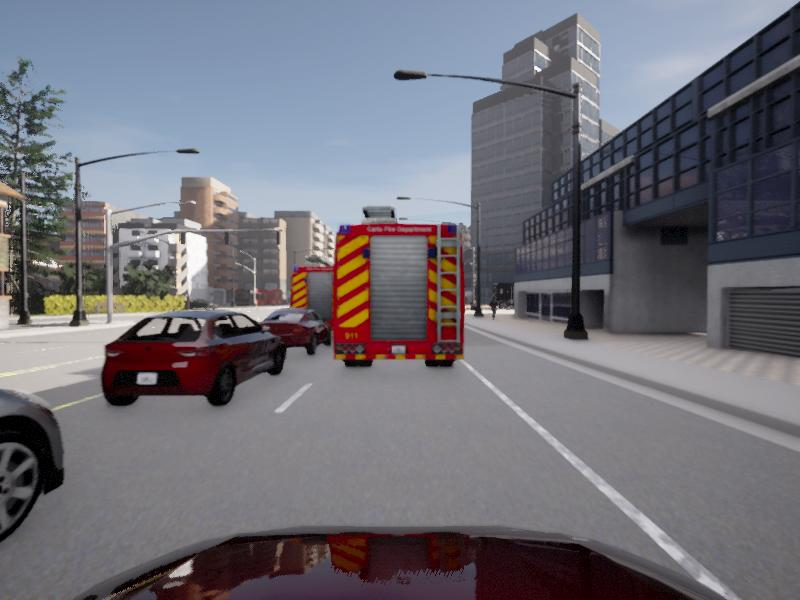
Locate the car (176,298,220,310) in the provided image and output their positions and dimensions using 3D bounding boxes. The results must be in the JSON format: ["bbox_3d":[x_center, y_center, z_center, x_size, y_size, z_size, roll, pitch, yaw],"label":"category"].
[{"bbox_3d":[-27.917,0.570,55.353,5.027,1.651,2.152,0,1,1],"label":"car"}]

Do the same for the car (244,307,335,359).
[{"bbox_3d":[-3.566,1.001,13.854,1.812,1.442,4.674,0,-1,0],"label":"car"}]

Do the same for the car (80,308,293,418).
[{"bbox_3d":[-3.519,0.915,7.631,1.816,1.474,4.193,0,-1,0],"label":"car"}]

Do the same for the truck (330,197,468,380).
[{"bbox_3d":[-0.023,-0.202,12.632,2.891,3.827,8.468,0,-1,0],"label":"truck"}]

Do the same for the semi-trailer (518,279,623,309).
[{"bbox_3d":[24.739,-0.880,58.539,14.254,4.402,2.717,0,1,0],"label":"semi-trailer"}]

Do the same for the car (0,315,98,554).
[{"bbox_3d":[-3.507,0.858,1.425,1.970,1.475,3.806,0,0,0],"label":"car"}]

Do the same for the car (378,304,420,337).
[{"bbox_3d":[-0.051,0.995,21.572,2.038,1.542,4.974,0,0,0],"label":"car"}]

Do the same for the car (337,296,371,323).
[{"bbox_3d":[-3.651,0.675,32.920,2.150,2.045,5.566,0,1,0],"label":"car"}]

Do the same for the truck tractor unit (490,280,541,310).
[{"bbox_3d":[16.825,-0.784,58.579,6.516,4.208,3.053,0,1,0],"label":"truck tractor unit"}]

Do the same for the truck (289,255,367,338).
[{"bbox_3d":[-3.653,-0.150,22.559,2.891,3.827,8.468,0,0,0],"label":"truck"}]

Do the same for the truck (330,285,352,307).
[{"bbox_3d":[-10.671,-0.705,73.136,2.891,3.827,8.468,0,0,0],"label":"truck"}]

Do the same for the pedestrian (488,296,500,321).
[{"bbox_3d":[7.266,0.638,30.963,0.751,1.860,0.751,0,1,-7],"label":"pedestrian"}]
